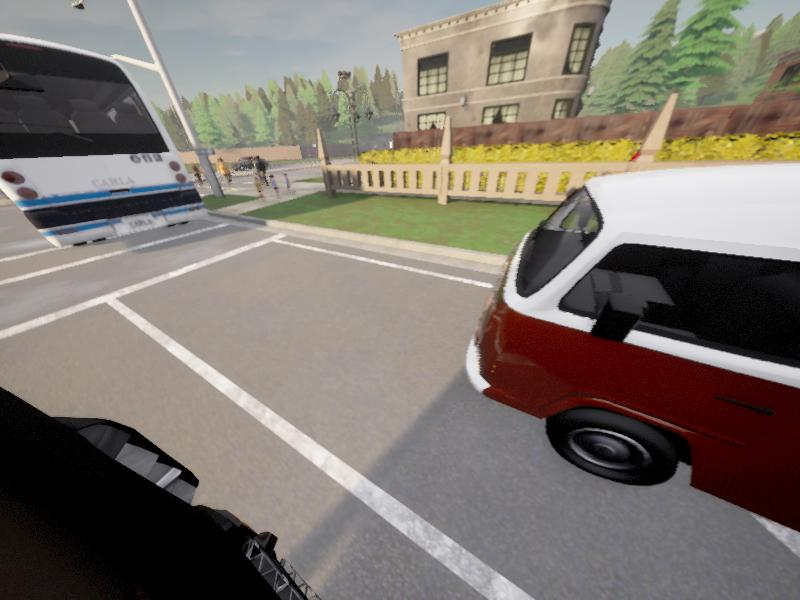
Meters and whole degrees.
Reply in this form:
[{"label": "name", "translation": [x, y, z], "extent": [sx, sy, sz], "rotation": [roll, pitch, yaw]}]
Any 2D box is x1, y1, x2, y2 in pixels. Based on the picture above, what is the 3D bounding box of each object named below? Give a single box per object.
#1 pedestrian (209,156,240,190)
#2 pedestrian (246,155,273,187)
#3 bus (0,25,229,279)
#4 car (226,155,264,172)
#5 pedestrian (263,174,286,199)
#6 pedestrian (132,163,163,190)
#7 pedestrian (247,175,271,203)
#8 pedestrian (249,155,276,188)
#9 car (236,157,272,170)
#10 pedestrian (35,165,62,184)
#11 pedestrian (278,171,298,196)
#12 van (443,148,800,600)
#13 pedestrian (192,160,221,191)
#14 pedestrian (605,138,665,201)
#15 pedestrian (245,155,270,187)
[{"label": "pedestrian", "translation": [-11.397, -8.251, 15.074], "extent": [0.751, 1.860, 0.751], "rotation": [19, 39, 29]}, {"label": "pedestrian", "translation": [-9.587, -8.839, 15.863], "extent": [0.751, 1.860, 0.751], "rotation": [2, 34, 7]}, {"label": "bus", "translation": [-11.154, -4.716, 7.972], "extent": [10.273, 4.253, 3.944], "rotation": [21, 40, 31]}, {"label": "car", "translation": [-22.882, -20.266, 34.244], "extent": [1.905, 1.878, 3.866], "rotation": [16, 38, 26]}, {"label": "pedestrian", "translation": [-6.282, -5.706, 11.612], "extent": [0.500, 1.100, 0.500], "rotation": [16, 38, 26]}, {"label": "pedestrian", "translation": [-20.261, -9.934, 18.568], "extent": [0.751, 1.860, 0.751], "rotation": [18, 39, 28]}, {"label": "pedestrian", "translation": [-6.670, -5.264, 10.979], "extent": [0.500, 1.100, 0.500], "rotation": [-7, 34, -6]}, {"label": "pedestrian", "translation": [-9.188, -8.628, 15.516], "extent": [0.751, 1.860, 0.751], "rotation": [11, 36, 19]}, {"label": "car", "translation": [-24.123, -22.706, 38.392], "extent": [1.812, 1.442, 4.674], "rotation": [16, 38, 26]}, {"label": "pedestrian", "translation": [-40.122, -14.360, 26.395], "extent": [0.751, 1.860, 0.751], "rotation": [-25, 40, -29]}, {"label": "pedestrian", "translation": [-6.034, -6.280, 12.452], "extent": [0.500, 1.100, 0.500], "rotation": [18, 39, 28]}, {"label": "van", "translation": [2.808, 0.364, 1.322], "extent": [4.480, 2.038, 2.069], "rotation": [16, 38, 26]}, {"label": "pedestrian", "translation": [-14.016, -9.051, 16.784], "extent": [0.751, 1.860, 0.751], "rotation": [21, 41, 31]}, {"label": "pedestrian", "translation": [8.182, -4.577, 8.162], "extent": [0.751, 1.860, 0.751], "rotation": [17, 39, 27]}, {"label": "pedestrian", "translation": [-10.008, -9.104, 16.289], "extent": [0.751, 1.860, 0.751], "rotation": [-10, 34, -11]}]
